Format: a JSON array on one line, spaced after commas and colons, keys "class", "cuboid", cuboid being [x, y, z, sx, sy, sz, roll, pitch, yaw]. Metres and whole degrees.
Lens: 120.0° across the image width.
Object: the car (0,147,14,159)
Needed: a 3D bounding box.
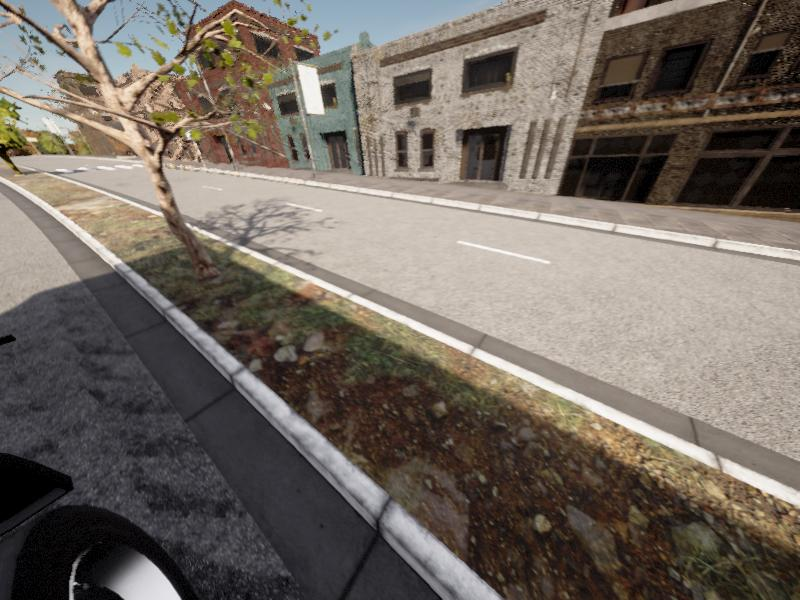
[{"class": "car", "cuboid": [-65.734, -24.022, 37.761, 5.008, 1.535, 1.882, 18, 39, 25]}]
